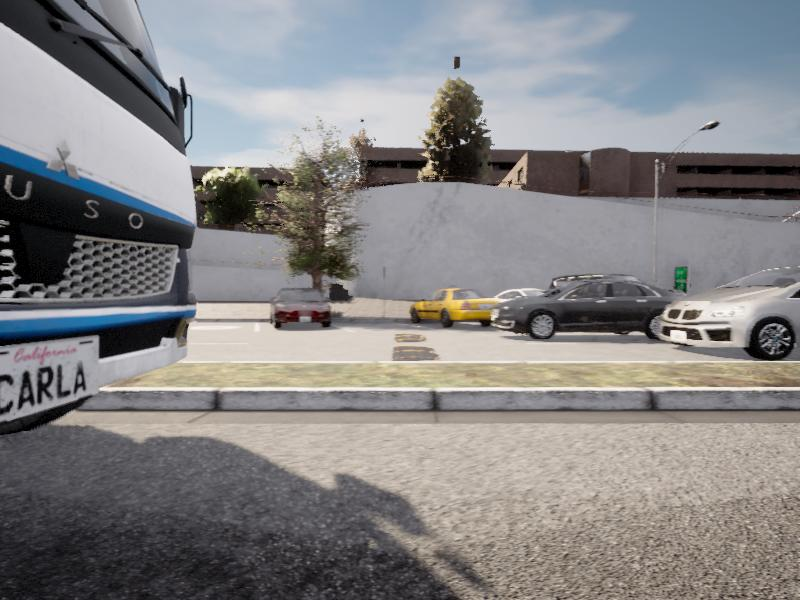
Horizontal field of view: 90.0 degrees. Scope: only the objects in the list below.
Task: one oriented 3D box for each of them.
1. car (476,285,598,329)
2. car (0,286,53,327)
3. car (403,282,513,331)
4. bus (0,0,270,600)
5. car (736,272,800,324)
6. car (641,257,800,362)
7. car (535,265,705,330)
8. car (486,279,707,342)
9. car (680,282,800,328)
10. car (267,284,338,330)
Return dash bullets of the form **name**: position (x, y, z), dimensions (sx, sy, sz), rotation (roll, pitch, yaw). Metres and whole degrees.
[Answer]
- **car**: position (5.045, 0.270, 15.542), dimensions (2.002, 1.452, 4.674), rotation (1, -1, -20)
- **car**: position (-15.957, 0.255, 15.524), dimensions (2.163, 1.488, 4.792), rotation (1, -1, -20)
- **car**: position (1.972, 0.234, 15.711), dimensions (1.946, 1.575, 5.366), rotation (0, -1, -20)
- **bus**: position (-6.375, -1.136, 1.822), dimensions (10.273, 4.253, 3.944), rotation (0, 0, 0)
- **car**: position (17.045, -0.081, 15.559), dimensions (2.435, 2.045, 5.566), rotation (0, -1, -20)
- **car**: position (7.477, 0.148, 7.465), dimensions (4.611, 1.667, 2.242), rotation (0, 0, 0)
- **car**: position (8.064, -0.026, 15.513), dimensions (2.435, 2.045, 5.566), rotation (1, -1, -20)
- **car**: position (4.885, 0.243, 10.468), dimensions (4.892, 1.490, 1.837), rotation (0, 0, 0)
- **car**: position (14.119, 0.187, 15.360), dimensions (1.946, 1.575, 5.366), rotation (0, -1, -20)
- **car**: position (-3.951, 0.263, 15.517), dimensions (2.163, 1.488, 4.792), rotation (1, -1, -20)
